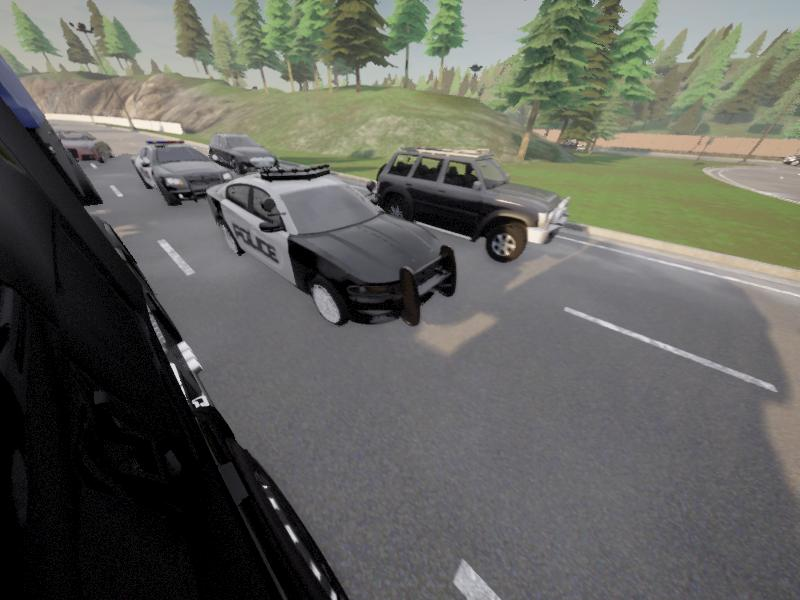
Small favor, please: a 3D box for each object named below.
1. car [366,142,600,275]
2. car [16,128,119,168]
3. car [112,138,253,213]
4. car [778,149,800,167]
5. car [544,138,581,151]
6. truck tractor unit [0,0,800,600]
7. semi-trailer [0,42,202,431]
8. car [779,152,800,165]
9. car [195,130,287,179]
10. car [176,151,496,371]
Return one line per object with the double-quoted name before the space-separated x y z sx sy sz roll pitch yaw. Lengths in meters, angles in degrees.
"car" 1.518 -2.578 5.633 4.605 1.855 1.932 28 44 30
"car" -17.353 -8.237 12.402 1.994 1.385 4.181 -22 44 -29
"car" -7.498 -4.498 7.915 4.974 1.542 2.038 28 43 30
"car" 55.283 -18.736 30.727 4.605 1.855 1.932 28 43 30
"car" 30.310 -29.135 43.213 5.238 1.638 1.930 28 43 30
"truck tractor unit" -2.645 -0.295 0.352 6.516 4.208 3.053 28 44 30
"semi-trailer" -8.697 -3.608 4.226 14.254 4.402 2.717 28 44 30
"car" 61.157 -20.903 34.361 4.514 1.525 2.007 28 43 30
"car" -8.331 -7.720 12.080 4.856 1.649 2.033 28 44 30
"car" -1.491 -1.350 3.993 5.238 1.638 1.930 28 43 30
